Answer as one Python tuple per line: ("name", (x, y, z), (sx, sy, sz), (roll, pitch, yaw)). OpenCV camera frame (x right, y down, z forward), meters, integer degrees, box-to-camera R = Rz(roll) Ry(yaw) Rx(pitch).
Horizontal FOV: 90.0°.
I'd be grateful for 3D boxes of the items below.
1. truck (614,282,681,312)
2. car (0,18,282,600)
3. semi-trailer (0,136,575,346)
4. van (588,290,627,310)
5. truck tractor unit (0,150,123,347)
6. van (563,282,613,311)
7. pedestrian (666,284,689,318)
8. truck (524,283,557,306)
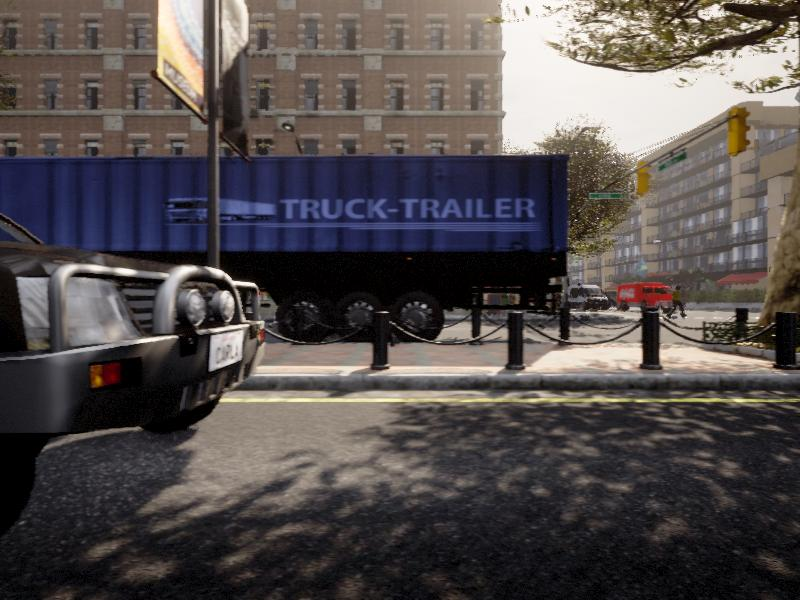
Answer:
("truck", (21.411, -0.246, 34.915), (2.627, 2.467, 5.204), (0, 0, 0))
("car", (-3.236, 0.052, 2.198), (4.605, 1.855, 1.932), (0, 0, 0))
("semi-trailer", (-3.428, -1.216, 9.929), (14.254, 4.402, 2.717), (0, 0, 2))
("van", (21.374, -0.005, 41.412), (1.775, 1.987, 4.442), (0, 0, 0))
("truck tractor unit", (-11.339, -1.116, 10.126), (6.516, 4.208, 3.053), (0, 0, 1))
("van", (17.884, -0.280, 38.511), (1.988, 2.561, 5.915), (0, 0, 0))
("pedestrian", (15.336, 0.035, 22.104), (0.751, 1.860, 0.751), (0, 0, 1))
("truck", (24.711, -0.924, 70.800), (2.891, 3.827, 8.468), (0, 0, 0))
